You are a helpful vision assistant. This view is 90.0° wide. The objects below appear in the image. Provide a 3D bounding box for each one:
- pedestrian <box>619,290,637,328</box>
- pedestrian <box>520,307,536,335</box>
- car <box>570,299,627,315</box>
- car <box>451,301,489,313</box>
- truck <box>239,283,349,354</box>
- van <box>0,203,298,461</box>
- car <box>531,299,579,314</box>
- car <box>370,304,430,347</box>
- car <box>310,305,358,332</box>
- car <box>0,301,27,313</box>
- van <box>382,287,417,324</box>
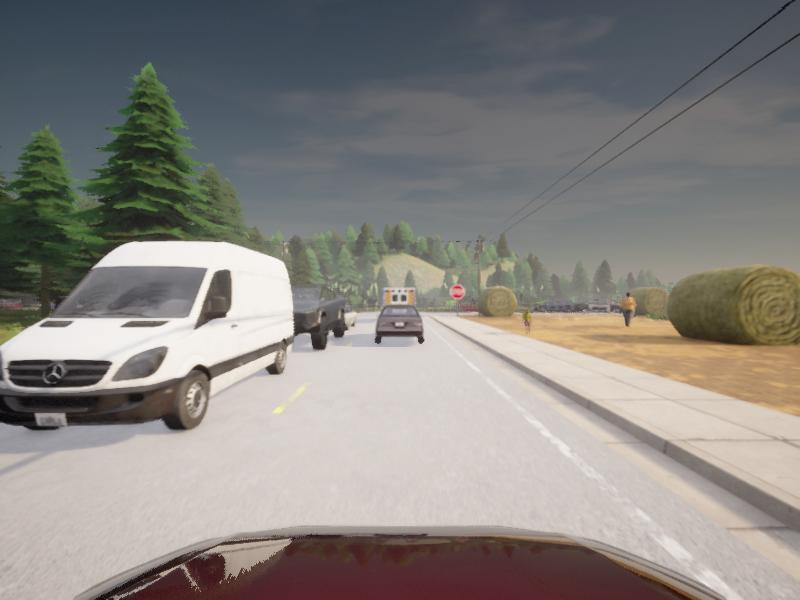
[{"bbox_3d":[11.454,0.461,20.089,0.751,1.860,0.751,0,0,28],"label":"pedestrian"},{"bbox_3d":[5.176,0.855,16.181,0.500,1.100,0.500,0,0,3],"label":"pedestrian"},{"bbox_3d":[21.395,0.727,43.231,5.238,1.638,1.930,0,0,3],"label":"car"},{"bbox_3d":[8.272,0.810,47.341,4.193,1.474,1.816,0,0,3],"label":"car"},{"bbox_3d":[-3.501,0.540,14.814,2.390,2.098,6.274,0,0,0],"label":"truck"},{"bbox_3d":[-3.505,0.322,6.935,1.988,2.561,5.915,0,0,0],"label":"van"},{"bbox_3d":[18.058,0.735,46.886,4.856,1.649,2.033,0,0,3],"label":"car"},{"bbox_3d":[-0.018,0.891,16.260,2.033,1.411,5.357,0,0,0],"label":"car"},{"bbox_3d":[-3.551,0.940,22.417,1.895,1.301,4.718,0,0,0],"label":"car"},{"bbox_3d":[-49.158,0.834,49.276,4.674,1.442,1.812,0,0,1],"label":"car"},{"bbox_3d":[-0.047,0.372,30.052,2.351,2.431,6.366,0,0,0],"label":"van"}]
